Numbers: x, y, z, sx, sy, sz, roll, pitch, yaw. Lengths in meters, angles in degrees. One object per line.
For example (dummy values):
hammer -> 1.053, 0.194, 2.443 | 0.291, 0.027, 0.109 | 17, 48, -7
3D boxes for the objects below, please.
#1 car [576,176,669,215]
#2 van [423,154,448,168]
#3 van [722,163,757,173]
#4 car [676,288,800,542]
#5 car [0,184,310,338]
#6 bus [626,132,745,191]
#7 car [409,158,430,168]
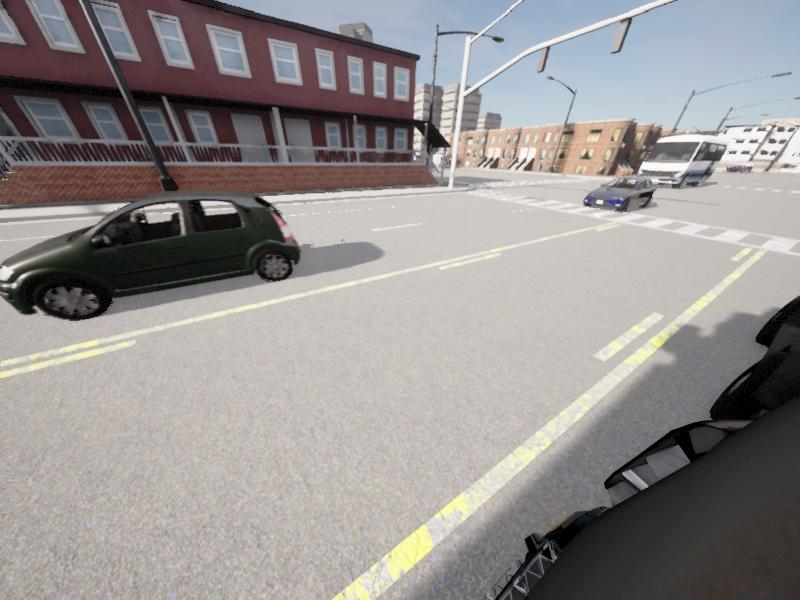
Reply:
car -> 11.698, -5.619, 12.175 | 4.193, 1.474, 1.816 | -16, 36, -26
van -> 7.741, -30.566, 50.764 | 1.988, 2.561, 5.915 | -16, 36, -26
van -> 90.002, -35.033, 61.274 | 2.069, 2.038, 4.480 | 0, 32, -3
car -> 4.634, 0.550, 1.707 | 3.866, 1.878, 1.905 | -16, 36, -26
car -> -4.089, -1.096, 4.287 | 3.988, 1.617, 1.851 | -16, 36, -26
bus -> 28.260, -13.668, 22.970 | 10.273, 4.253, 3.944 | -16, 36, -25
car -> 4.216, -29.757, 50.195 | 1.930, 1.638, 5.238 | -16, 36, -26
